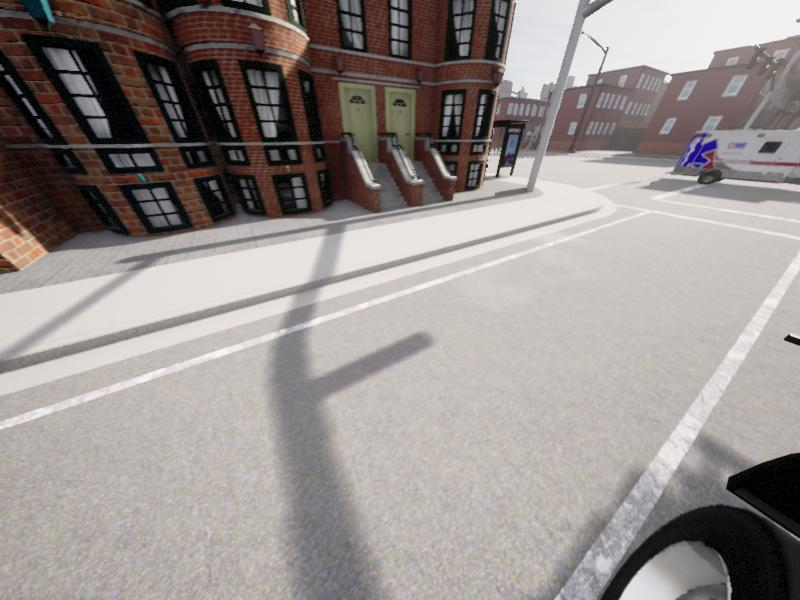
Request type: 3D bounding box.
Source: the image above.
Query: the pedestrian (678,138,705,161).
[{"bbox_3d":[28.636,-14.817,22.754,0.751,1.860,0.751,-19,39,-24],"label":"pedestrian"}]

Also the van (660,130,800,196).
[{"bbox_3d":[18.399,-6.988,11.570,2.351,2.431,6.366,-19,39,-24],"label":"van"}]
